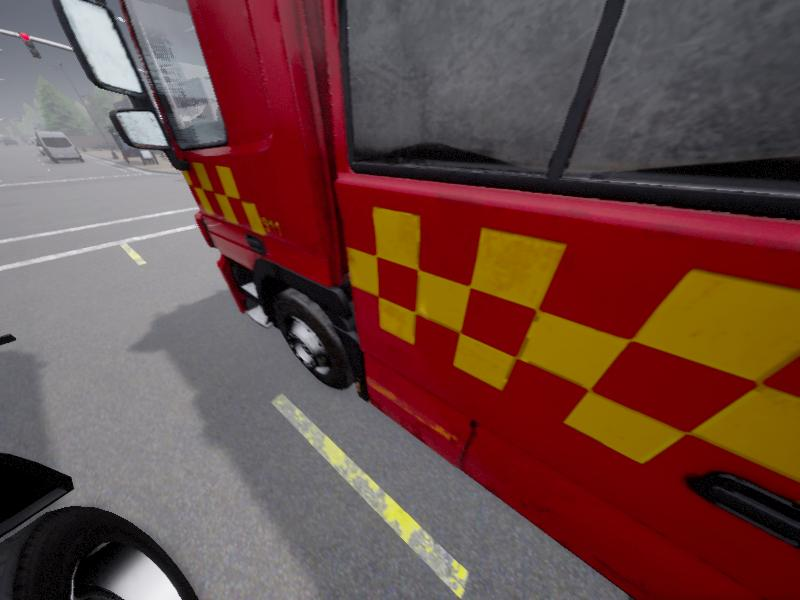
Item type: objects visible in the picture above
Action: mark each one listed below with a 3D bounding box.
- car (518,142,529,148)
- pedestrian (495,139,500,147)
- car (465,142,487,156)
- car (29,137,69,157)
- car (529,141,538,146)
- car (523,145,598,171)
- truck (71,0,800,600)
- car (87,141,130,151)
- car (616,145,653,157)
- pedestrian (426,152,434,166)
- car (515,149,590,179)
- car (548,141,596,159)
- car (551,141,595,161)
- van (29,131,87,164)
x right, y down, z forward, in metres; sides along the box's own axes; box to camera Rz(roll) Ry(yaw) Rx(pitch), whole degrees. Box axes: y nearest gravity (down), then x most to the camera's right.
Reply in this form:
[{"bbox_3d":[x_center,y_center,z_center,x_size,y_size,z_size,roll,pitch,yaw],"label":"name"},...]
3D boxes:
[{"bbox_3d":[39.272,-49.418,73.395,1.816,1.474,4.193,23,41,29],"label":"car"},{"bbox_3d":[29.137,-46.920,69.133,0.751,1.860,0.751,-22,41,-28],"label":"pedestrian"},{"bbox_3d":[12.792,-25.401,38.734,1.905,1.878,3.866,23,41,29],"label":"car"},{"bbox_3d":[-47.613,-20.855,31.340,5.566,2.045,2.150,24,41,30],"label":"car"},{"bbox_3d":[48.569,-56.745,83.800,1.845,1.501,3.633,23,41,29],"label":"car"},{"bbox_3d":[14.005,-12.634,20.392,5.027,1.636,2.152,23,41,29],"label":"car"},{"bbox_3d":[1.986,-0.386,1.156,8.468,3.827,2.891,23,41,29],"label":"truck"},{"bbox_3d":[-55.891,-29.573,44.423,1.837,1.490,4.892,24,41,30],"label":"car"},{"bbox_3d":[38.241,-24.481,37.809,3.806,1.475,1.970,23,41,29],"label":"car"},{"bbox_3d":[2.875,-13.434,22.048,0.500,1.100,0.500,23,41,29],"label":"pedestrian"},{"bbox_3d":[10.480,-9.489,16.036,3.806,1.475,1.970,23,41,29],"label":"car"},{"bbox_3d":[22.935,-20.087,30.947,4.605,1.855,1.932,23,41,29],"label":"car"},{"bbox_3d":[21.554,-18.617,28.814,3.866,1.878,1.905,23,41,29],"label":"car"},{"bbox_3d":[-34.976,-15.644,23.624,5.915,2.561,1.988,23,41,29],"label":"van"}]
